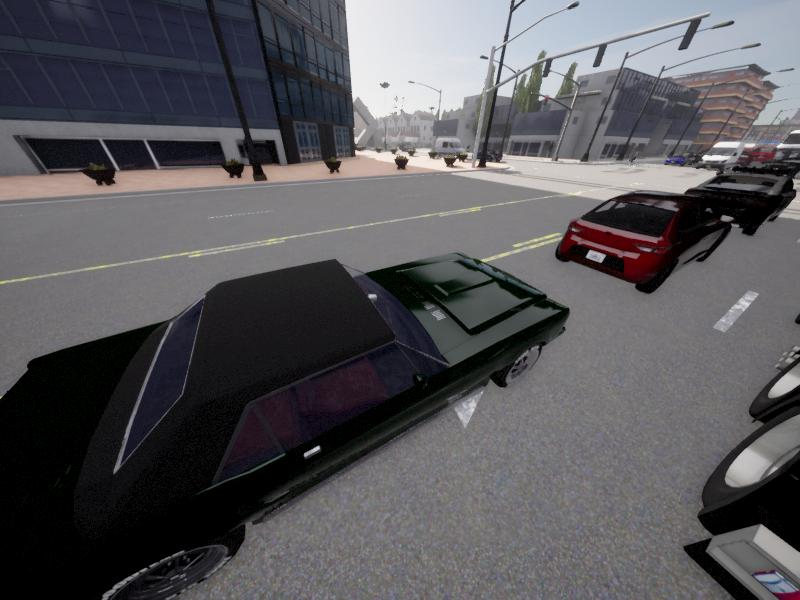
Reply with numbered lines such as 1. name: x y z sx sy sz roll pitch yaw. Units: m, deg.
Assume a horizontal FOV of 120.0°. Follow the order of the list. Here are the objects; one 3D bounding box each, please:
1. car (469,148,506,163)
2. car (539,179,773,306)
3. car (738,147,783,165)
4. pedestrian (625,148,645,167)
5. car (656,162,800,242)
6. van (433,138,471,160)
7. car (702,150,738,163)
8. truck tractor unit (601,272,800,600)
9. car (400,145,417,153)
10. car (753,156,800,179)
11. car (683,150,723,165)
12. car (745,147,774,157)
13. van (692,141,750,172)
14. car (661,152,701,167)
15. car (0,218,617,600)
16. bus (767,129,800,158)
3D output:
1. car: 11.385 -18.976 30.231 1.816 1.474 4.193 -17 38 -24
2. car: 5.385 -1.535 4.957 4.193 1.474 1.816 -18 39 -24
3. car: 52.340 -20.979 33.538 5.566 2.045 2.150 -17 39 -24
4. pedestrian: 27.215 -16.524 26.747 0.751 1.860 0.751 14 37 18
5. car: 11.383 -3.491 7.706 5.238 1.638 1.930 -18 39 -24
6. van: 7.764 -23.165 35.291 1.988 2.561 5.915 -17 38 -24
7. car: 49.427 -22.143 35.632 5.008 1.535 1.882 -18 39 -24
8. truck tractor unit: 5.123 -0.289 0.764 6.516 4.208 3.053 -18 39 -24
9. car: 1.897 -34.281 52.332 2.033 1.411 5.357 -10 36 -15
10. car: 33.966 -11.326 19.692 5.008 1.535 1.882 -5 35 -9
11. car: 42.381 -19.943 32.308 5.238 1.638 1.930 -17 38 -24
12. car: 70.728 -29.135 45.436 5.008 1.535 1.882 -18 39 -24
13. van: 34.084 -15.250 24.527 5.915 2.561 1.988 -20 40 -27
14. car: 35.242 -17.661 28.977 4.193 1.474 1.816 -17 39 -24
15. car: -0.485 0.414 2.264 4.718 1.301 1.895 -18 39 -24
16. bus: 75.086 -29.256 43.282 10.273 4.253 3.944 -18 39 -24
